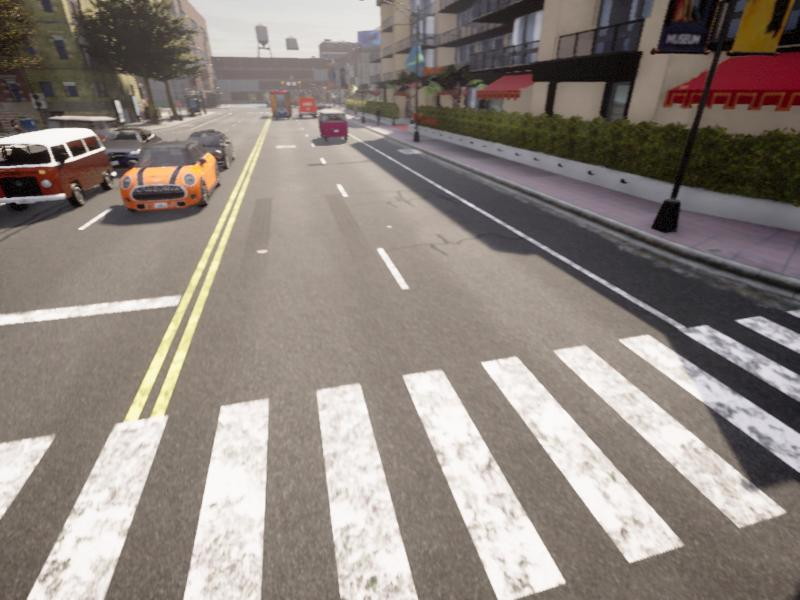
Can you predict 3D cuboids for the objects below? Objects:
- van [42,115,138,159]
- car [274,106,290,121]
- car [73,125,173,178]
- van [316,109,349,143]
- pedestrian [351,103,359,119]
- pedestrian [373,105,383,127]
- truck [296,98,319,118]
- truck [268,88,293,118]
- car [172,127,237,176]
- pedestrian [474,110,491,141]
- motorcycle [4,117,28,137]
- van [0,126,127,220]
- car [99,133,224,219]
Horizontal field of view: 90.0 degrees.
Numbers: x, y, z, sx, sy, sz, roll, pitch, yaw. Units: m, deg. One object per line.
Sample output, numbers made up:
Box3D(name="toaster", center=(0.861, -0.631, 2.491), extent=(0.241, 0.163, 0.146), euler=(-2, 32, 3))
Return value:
Box3D(name="van", center=(-17.404, -9.246, 22.498), extent=(4.442, 1.987, 1.775), euler=(11, 30, 21))
Box3D(name="car", center=(-15.650, -24.808, 53.132), extent=(1.789, 1.549, 3.705), euler=(-7, 28, -13))
Box3D(name="car", center=(-12.547, -7.052, 18.608), extent=(2.152, 1.651, 5.027), euler=(-7, 28, -13))
Box3D(name="van", center=(-5.017, -12.973, 29.627), extent=(1.775, 1.987, 4.442), euler=(-7, 28, -13))
Box3D(name="pedestrian", center=(-5.740, -24.392, 51.523), extent=(0.751, 1.860, 0.751), euler=(-11, 29, -19))
Box3D(name="pedestrian", center=(-2.097, -17.697, 38.513), extent=(0.751, 1.860, 0.751), euler=(-8, 28, -15))
Box3D(name="truck", center=(-13.300, -27.426, 57.143), extent=(2.627, 2.467, 5.204), euler=(-7, 27, -13))
Box3D(name="truck", center=(-17.946, -29.763, 60.272), extent=(2.891, 3.827, 8.468), euler=(-7, 28, -13))
Box3D(name="car", center=(-8.988, -7.114, 18.833), extent=(1.837, 1.490, 4.892), euler=(-7, 29, -13))
Box3D(name="pedestrian", center=(5.572, -11.810, 27.037), extent=(0.751, 1.860, 0.751), euler=(-7, 28, -13))
Box3D(name="motorcycle", center=(-31.081, -14.026, 32.367), extent=(2.356, 1.277, 0.764), euler=(25, 46, 39))
Box3D(name="van", center=(-10.762, -4.166, 12.540), extent=(2.069, 2.038, 4.480), euler=(-7, 28, -13))
Box3D(name="car", center=(-7.173, -4.127, 12.703), extent=(2.097, 1.767, 4.553), euler=(-7, 28, -13))
